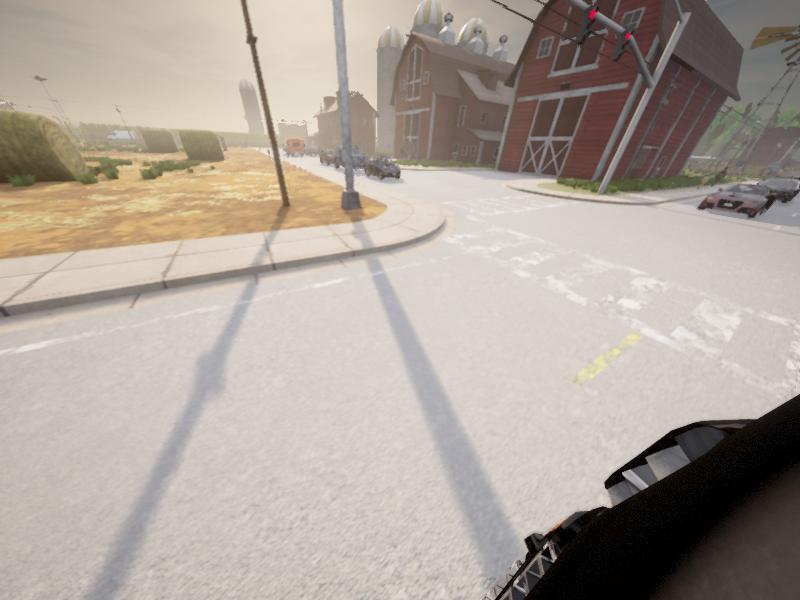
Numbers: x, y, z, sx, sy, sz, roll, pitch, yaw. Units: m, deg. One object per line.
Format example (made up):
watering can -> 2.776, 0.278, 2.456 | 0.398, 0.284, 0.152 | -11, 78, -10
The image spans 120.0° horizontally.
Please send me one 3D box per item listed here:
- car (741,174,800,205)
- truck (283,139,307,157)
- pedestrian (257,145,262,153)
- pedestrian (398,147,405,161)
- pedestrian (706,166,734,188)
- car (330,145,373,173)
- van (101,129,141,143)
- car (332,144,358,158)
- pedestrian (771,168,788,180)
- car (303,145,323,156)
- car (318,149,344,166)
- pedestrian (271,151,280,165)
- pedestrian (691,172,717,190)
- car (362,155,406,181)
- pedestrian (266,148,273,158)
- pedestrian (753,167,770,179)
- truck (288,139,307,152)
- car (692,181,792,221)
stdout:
car -> 28.446, -8.387, 17.390 | 5.238, 1.638, 1.930 | -16, 38, -26
truck -> -18.897, -27.481, 41.628 | 2.627, 2.467, 5.204 | -17, 38, -27
pedestrian -> -25.211, -27.094, 41.457 | 0.500, 1.100, 0.500 | -4, 34, -11
pedestrian -> 0.253, -23.130, 36.551 | 0.751, 1.860, 0.751 | 28, 41, 32
pedestrian -> 31.750, -12.224, 22.922 | 0.751, 1.860, 0.751 | -15, 38, -26
car -> -4.852, -14.009, 22.805 | 2.150, 2.045, 5.566 | -17, 38, -27
van -> -71.826, -42.269, 59.662 | 5.915, 2.561, 1.988 | -16, 38, -26
car -> -10.024, -27.122, 42.024 | 3.866, 1.878, 1.905 | 10, 40, 13
pedestrian -> 68.820, -22.853, 41.900 | 0.751, 1.860, 0.751 | -20, 40, -30
car -> -16.943, -28.985, 44.814 | 2.152, 1.651, 5.027 | -17, 38, -27
car -> -8.310, -17.060, 27.577 | 1.789, 1.549, 3.705 | -17, 38, -27
pedestrian -> -12.239, -13.984, 22.718 | 0.500, 1.100, 0.500 | -20, 40, -31
pedestrian -> 27.379, -10.719, 20.811 | 0.751, 1.300, 0.751 | -16, 38, -26
car -> -1.355, -10.465, 18.198 | 1.845, 1.501, 3.633 | -17, 38, -27
pedestrian -> -17.108, -19.226, 30.239 | 0.500, 1.100, 0.500 | -14, 37, -23
pedestrian -> 64.532, -22.621, 41.208 | 0.751, 1.860, 0.751 | -16, 38, -26
truck -> -24.248, -36.304, 54.457 | 2.627, 2.467, 5.204 | -17, 37, -27
car -> 18.010, -5.328, 12.194 | 4.181, 1.385, 1.994 | -15, 38, -25
